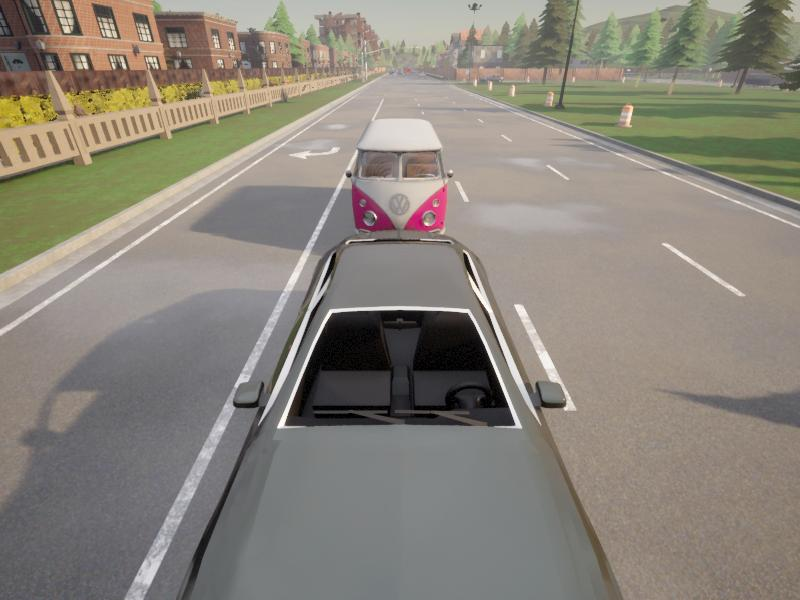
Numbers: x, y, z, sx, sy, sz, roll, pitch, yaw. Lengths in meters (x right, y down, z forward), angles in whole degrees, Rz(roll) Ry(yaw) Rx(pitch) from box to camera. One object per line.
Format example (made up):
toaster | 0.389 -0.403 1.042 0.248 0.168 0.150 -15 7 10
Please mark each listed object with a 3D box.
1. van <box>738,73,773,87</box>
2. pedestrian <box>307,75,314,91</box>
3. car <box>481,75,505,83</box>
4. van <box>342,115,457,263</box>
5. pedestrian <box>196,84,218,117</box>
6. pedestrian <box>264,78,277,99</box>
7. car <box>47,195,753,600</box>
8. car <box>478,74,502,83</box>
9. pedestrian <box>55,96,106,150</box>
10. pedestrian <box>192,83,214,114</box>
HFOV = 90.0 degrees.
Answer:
van | 61.592 -38.113 69.335 1.775 1.987 4.442 0 30 0
pedestrian | -12.268 -29.790 54.854 0.751 1.860 0.751 -1 30 -2
car | 20.163 -48.071 86.913 4.514 1.525 2.007 -7 31 -12
van | -0.010 -2.638 8.568 1.775 1.987 4.442 0 30 0
pedestrian | -12.481 -12.923 25.956 0.751 1.860 0.751 -4 31 -7
pedestrian | -13.083 -21.358 40.402 0.751 1.860 0.751 0 30 0
car | -0.001 0.659 3.294 2.152 1.651 5.027 0 30 0
car | 20.154 -49.939 90.031 4.611 1.667 2.242 -6 31 -11
pedestrian | -12.532 -6.976 15.771 0.751 1.860 0.751 -1 30 -1
pedestrian | -13.468 -13.783 27.428 0.751 1.860 0.751 0 30 0
